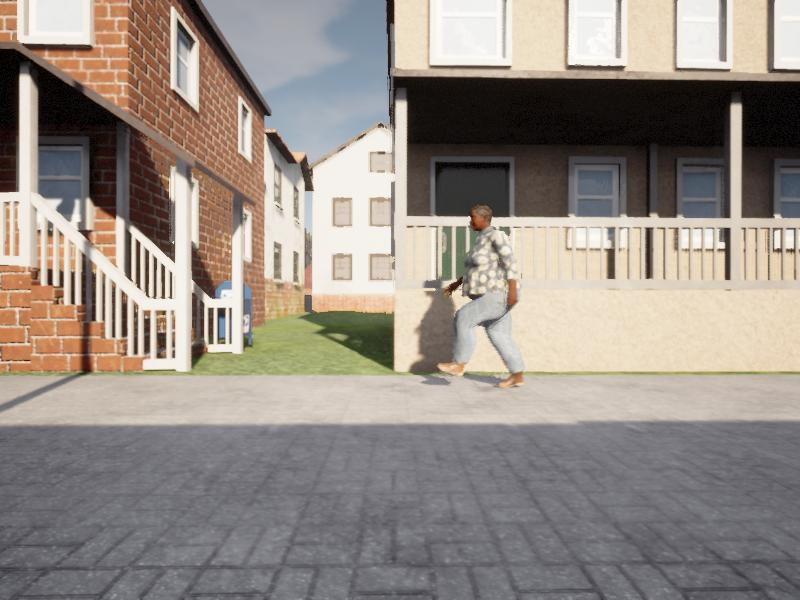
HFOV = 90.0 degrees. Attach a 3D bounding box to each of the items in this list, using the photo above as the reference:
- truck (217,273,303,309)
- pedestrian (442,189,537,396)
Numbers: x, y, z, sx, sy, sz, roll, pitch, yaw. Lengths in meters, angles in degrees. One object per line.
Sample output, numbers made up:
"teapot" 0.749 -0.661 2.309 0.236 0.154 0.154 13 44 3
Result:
"truck" -15.292 -0.951 44.175 8.468 3.827 2.891 0 0 -5
"pedestrian" 0.847 -0.065 3.989 0.751 1.860 0.751 0 0 -3
